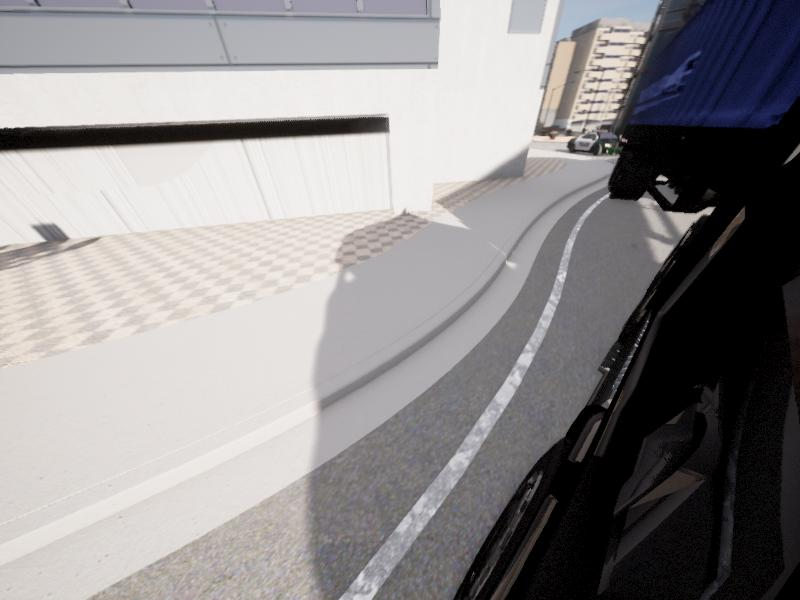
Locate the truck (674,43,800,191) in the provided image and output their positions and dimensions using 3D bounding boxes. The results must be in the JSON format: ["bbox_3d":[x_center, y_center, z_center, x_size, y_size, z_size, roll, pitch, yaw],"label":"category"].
[{"bbox_3d":[16.444,-7.076,8.980,8.468,3.827,2.891,-14,39,-15],"label":"truck"}]

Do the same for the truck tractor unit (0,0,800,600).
[{"bbox_3d":[2.645,-0.295,0.351,6.516,4.208,3.053,-28,44,-30],"label":"truck tractor unit"}]

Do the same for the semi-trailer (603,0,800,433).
[{"bbox_3d":[7.433,-4.226,5.190,2.717,4.402,14.254,20,42,28],"label":"semi-trailer"}]

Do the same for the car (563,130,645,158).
[{"bbox_3d":[15.573,-12.350,18.132,2.038,1.542,4.974,-2,36,1],"label":"car"}]
